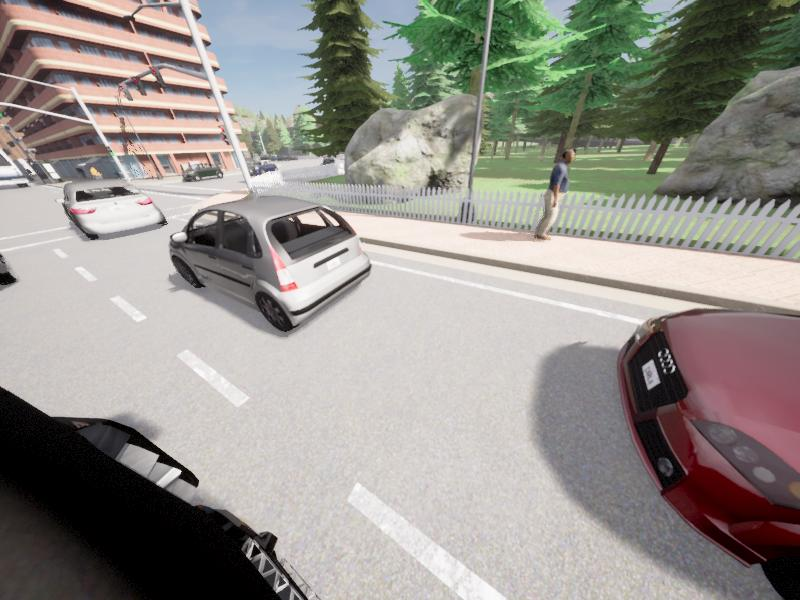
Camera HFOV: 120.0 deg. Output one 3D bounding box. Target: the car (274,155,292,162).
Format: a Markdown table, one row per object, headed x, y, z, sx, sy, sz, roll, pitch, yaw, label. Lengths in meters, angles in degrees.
| x | y | z | sx | sy | sz | roll | pitch | yaw | label |
| --- | --- | --- | --- | --- | --- | --- | --- | --- | --- |
| -33.505 | -40.380 | 65.919 | 4.892 | 1.490 | 1.837 | 17 | 38 | 27 | car |

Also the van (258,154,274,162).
| x | y | z | sx | sy | sz | roll | pitch | yaw | label |
| --- | --- | --- | --- | --- | --- | --- | --- | --- | --- |
| -40.220 | -42.594 | 69.339 | 4.442 | 1.987 | 1.775 | 17 | 38 | 27 | van |

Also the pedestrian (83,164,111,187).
| x | y | z | sx | sy | sz | roll | pitch | yaw | label |
| --- | --- | --- | --- | --- | --- | --- | --- | --- | --- |
| -29.156 | -11.998 | 22.260 | 0.751 | 1.860 | 0.751 | 16 | 38 | 26 | pedestrian |

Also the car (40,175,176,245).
| x | y | z | sx | sy | sz | roll | pitch | yaw | label |
| --- | --- | --- | --- | --- | --- | --- | --- | --- | --- |
| -11.147 | -3.663 | 8.827 | 4.611 | 1.667 | 2.242 | 20 | 40 | 30 | car |

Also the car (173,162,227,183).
| x | y | z | sx | sy | sz | roll | pitch | yaw | label |
| --- | --- | --- | --- | --- | --- | --- | --- | --- | --- |
| -21.124 | -13.650 | 24.650 | 1.789 | 1.549 | 3.705 | 9 | 35 | 17 | car |

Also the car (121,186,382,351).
| x | y | z | sx | sy | sz | roll | pitch | yaw | label |
| --- | --- | --- | --- | --- | --- | --- | --- | --- | --- |
| -2.556 | -0.966 | 4.152 | 3.988 | 1.617 | 1.851 | 16 | 38 | 27 | car |

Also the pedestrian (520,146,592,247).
| x | y | z | sx | sy | sz | roll | pitch | yaw | label |
| --- | --- | --- | --- | --- | --- | --- | --- | --- | --- |
| 3.315 | -2.222 | 5.037 | 0.751 | 1.860 | 0.751 | 16 | 38 | 26 | pedestrian |

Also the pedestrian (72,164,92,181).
| x | y | z | sx | sy | sz | roll | pitch | yaw | label |
| --- | --- | --- | --- | --- | --- | --- | --- | --- | --- |
| -43.046 | -17.244 | 31.273 | 0.751 | 1.860 | 0.751 | 16 | 38 | 26 | pedestrian |

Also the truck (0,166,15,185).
| x | y | z | sx | sy | sz | roll | pitch | yaw | label |
| --- | --- | --- | --- | --- | --- | --- | --- | --- | --- |
| -64.496 | -20.140 | 35.840 | 8.468 | 3.827 | 2.891 | 16 | 38 | 27 | truck |

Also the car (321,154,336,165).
| x | y | z | sx | sy | sz | roll | pitch | yaw | label |
| --- | --- | --- | --- | --- | --- | --- | --- | --- | --- |
| -13.073 | -25.955 | 42.570 | 2.038 | 1.542 | 4.974 | -9 | 34 | -8 | car |

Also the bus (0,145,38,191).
| x | y | z | sx | sy | sz | roll | pitch | yaw | label |
| --- | --- | --- | --- | --- | --- | --- | --- | --- | --- |
| -49.480 | -15.802 | 27.761 | 10.273 | 4.253 | 3.944 | 17 | 38 | 26 | bus |

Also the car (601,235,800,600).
| x | y | z | sx | sy | sz | roll | pitch | yaw | label |
| --- | --- | --- | --- | --- | --- | --- | --- | --- | --- |
| 3.766 | 1.008 | 0.901 | 4.181 | 1.385 | 1.994 | 18 | 39 | 28 | car |

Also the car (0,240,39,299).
| x | y | z | sx | sy | sz | roll | pitch | yaw | label |
| --- | --- | --- | --- | --- | --- | --- | --- | --- | --- |
| -10.445 | -0.983 | 4.880 | 4.902 | 1.511 | 2.128 | 16 | 38 | 26 | car |

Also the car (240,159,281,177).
| x | y | z | sx | sy | sz | roll | pitch | yaw | label |
| --- | --- | --- | --- | --- | --- | --- | --- | --- | --- |
| -16.437 | -15.674 | 27.403 | 1.970 | 1.475 | 3.806 | 4 | 34 | 10 | car |

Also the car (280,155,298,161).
| x | y | z | sx | sy | sz | roll | pitch | yaw | label |
| --- | --- | --- | --- | --- | --- | --- | --- | --- | --- |
| -33.328 | -42.557 | 69.270 | 5.357 | 1.411 | 2.033 | 17 | 38 | 27 | car |
